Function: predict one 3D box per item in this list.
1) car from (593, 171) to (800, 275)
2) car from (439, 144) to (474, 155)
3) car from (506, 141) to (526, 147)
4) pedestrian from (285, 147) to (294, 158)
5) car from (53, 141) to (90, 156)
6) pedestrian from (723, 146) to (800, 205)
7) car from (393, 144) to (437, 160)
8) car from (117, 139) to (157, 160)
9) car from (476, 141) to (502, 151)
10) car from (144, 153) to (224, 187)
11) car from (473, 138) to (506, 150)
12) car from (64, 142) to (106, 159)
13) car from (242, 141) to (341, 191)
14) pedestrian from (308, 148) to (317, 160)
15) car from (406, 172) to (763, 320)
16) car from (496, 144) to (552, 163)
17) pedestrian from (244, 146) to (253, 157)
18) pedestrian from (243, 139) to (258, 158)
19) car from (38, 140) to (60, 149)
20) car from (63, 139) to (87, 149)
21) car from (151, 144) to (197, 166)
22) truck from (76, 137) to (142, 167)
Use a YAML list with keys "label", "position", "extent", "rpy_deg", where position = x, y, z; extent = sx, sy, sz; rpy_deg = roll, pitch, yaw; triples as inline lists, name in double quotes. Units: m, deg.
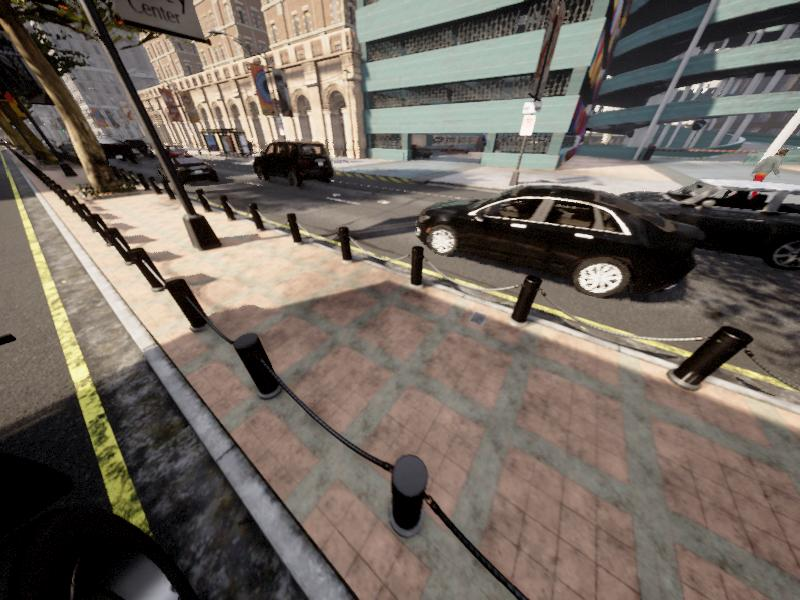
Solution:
- label: "car"
  position: [7.391, -2.092, 5.651]
  extent: [3.806, 1.475, 1.970]
  rpy_deg: [22, 40, 28]
- label: "car"
  position: [8.724, -23.341, 35.739]
  extent: [4.718, 1.301, 1.895]
  rpy_deg: [22, 41, 28]
- label: "car"
  position: [35.417, -47.828, 70.754]
  extent: [4.892, 1.490, 1.837]
  rpy_deg: [22, 41, 28]
- label: "pedestrian"
  position: [-12.928, -17.238, 27.009]
  extent: [0.500, 1.100, 0.500]
  rpy_deg: [10, 36, 13]
- label: "car"
  position: [-48.521, -22.413, 34.098]
  extent: [5.027, 1.651, 2.152]
  rpy_deg: [22, 41, 28]
- label: "pedestrian"
  position: [13.904, -4.756, 8.847]
  extent: [0.751, 1.860, 0.751]
  rpy_deg: [13, 37, 17]
- label: "car"
  position: [1.732, -18.070, 28.118]
  extent: [4.786, 1.482, 2.161]
  rpy_deg: [22, 41, 28]
- label: "car"
  position: [-31.621, -18.171, 27.807]
  extent: [3.866, 1.878, 1.905]
  rpy_deg: [22, 41, 28]
- label: "car"
  position: [18.601, -32.364, 48.546]
  extent: [4.514, 1.523, 2.007]
  rpy_deg: [22, 41, 28]
- label: "car"
  position: [-12.783, -7.808, 13.702]
  extent: [4.181, 1.385, 1.994]
  rpy_deg: [22, 41, 28]
- label: "car"
  position: [18.650, -32.665, 48.294]
  extent: [5.566, 2.045, 2.435]
  rpy_deg: [22, 41, 28]
- label: "car"
  position: [-39.059, -18.585, 28.667]
  extent: [4.902, 1.511, 2.128]
  rpy_deg: [22, 41, 28]
- label: "car"
  position: [-6.230, -7.868, 13.251]
  extent: [5.566, 2.045, 2.150]
  rpy_deg: [23, 41, 29]
- label: "pedestrian"
  position: [-9.415, -15.696, 24.848]
  extent: [0.500, 1.100, 0.500]
  rpy_deg: [29, 44, 34]
- label: "car"
  position: [2.689, -1.552, 4.837]
  extent: [4.892, 1.490, 1.837]
  rpy_deg: [22, 41, 28]
- label: "car"
  position: [13.590, -16.174, 25.451]
  extent: [4.902, 1.511, 2.128]
  rpy_deg: [22, 41, 28]
- label: "pedestrian"
  position: [-18.807, -18.436, 28.664]
  extent: [0.500, 1.100, 0.500]
  rpy_deg: [13, 37, 17]
- label: "pedestrian"
  position: [-17.618, -17.890, 27.239]
  extent: [0.751, 1.860, 0.751]
  rpy_deg: [24, 41, 30]
- label: "car"
  position: [-73.727, -32.701, 48.479]
  extent: [4.674, 1.442, 1.812]
  rpy_deg: [22, 41, 28]
- label: "car"
  position: [-70.011, -33.730, 49.796]
  extent: [4.856, 1.649, 2.033]
  rpy_deg: [22, 41, 28]
- label: "car"
  position: [-21.831, -14.029, 22.300]
  extent: [3.705, 1.549, 1.789]
  rpy_deg: [22, 41, 28]
- label: "truck"
  position: [-27.960, -14.293, 22.154]
  extent: [6.274, 2.098, 2.390]
  rpy_deg: [22, 41, 28]
